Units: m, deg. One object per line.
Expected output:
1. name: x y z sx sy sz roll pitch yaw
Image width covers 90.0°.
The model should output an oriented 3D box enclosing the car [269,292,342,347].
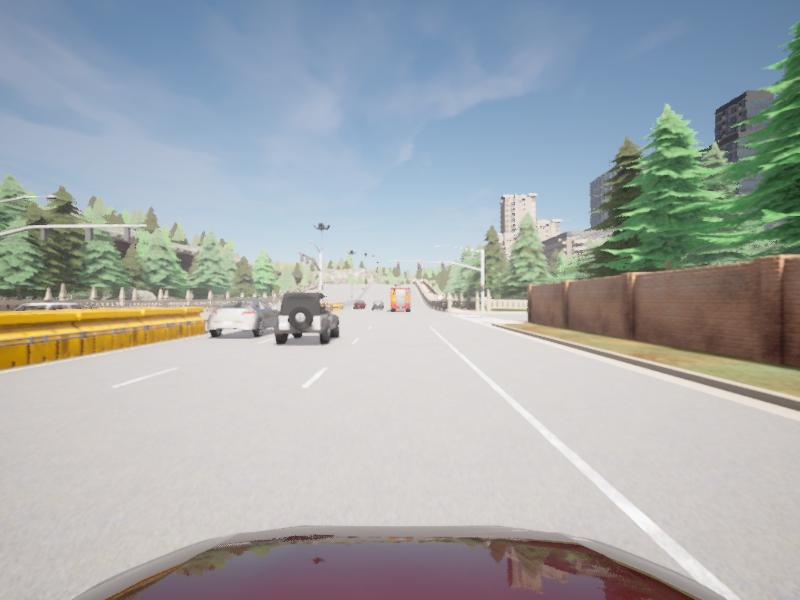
1. car: -3.481 0.653 15.469 1.905 1.878 3.866 0 0 0

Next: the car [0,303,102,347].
1. car: -13.976 0.860 15.534 1.970 1.475 3.806 0 0 0

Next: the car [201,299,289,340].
1. car: -6.980 0.789 18.705 2.152 1.651 5.027 0 0 0

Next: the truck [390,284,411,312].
1. truck: 0.088 -0.293 58.082 2.891 3.827 8.468 0 0 0
